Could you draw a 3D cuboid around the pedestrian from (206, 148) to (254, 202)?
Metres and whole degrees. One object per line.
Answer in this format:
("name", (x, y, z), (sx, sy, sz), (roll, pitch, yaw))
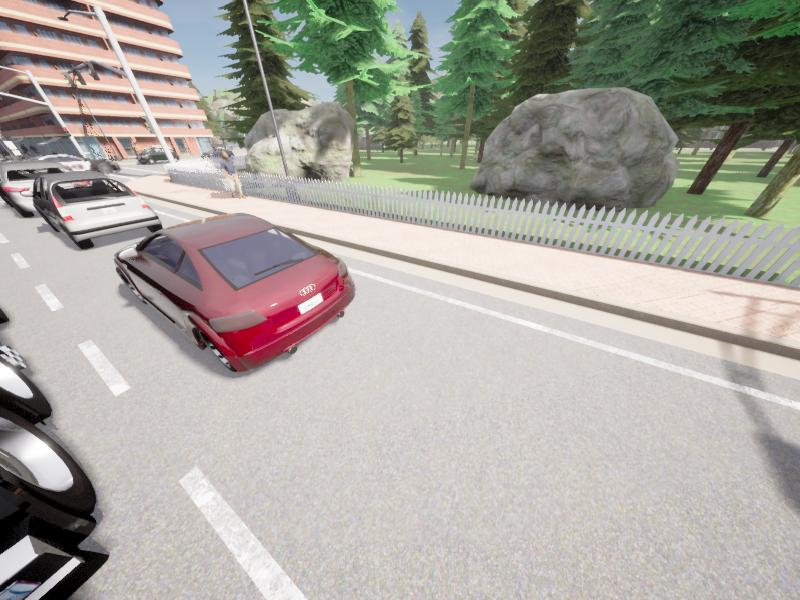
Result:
("pedestrian", (-6.959, -5.164, 9.530), (0.751, 1.860, 0.751), (18, 39, 25))

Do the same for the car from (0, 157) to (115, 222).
("car", (-14.322, -4.609, 9.260), (4.611, 1.667, 2.242), (19, 39, 25))

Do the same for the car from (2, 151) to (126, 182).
("car", (-25.067, -10.290, 17.572), (2.038, 1.542, 4.974), (18, 39, 24))

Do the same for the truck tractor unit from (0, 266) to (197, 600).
("truck tractor unit", (-5.114, -0.298, 0.774), (6.516, 4.208, 3.053), (18, 39, 24))

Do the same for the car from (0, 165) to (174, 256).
("car", (-8.952, -2.771, 6.638), (3.988, 1.617, 1.851), (18, 39, 25))

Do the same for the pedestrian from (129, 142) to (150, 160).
("pedestrian", (-33.295, -19.018, 29.522), (0.751, 1.860, 0.751), (8, 36, 12))

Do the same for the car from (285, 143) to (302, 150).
("car", (-29.391, -42.371, 63.745), (5.357, 1.411, 2.033), (28, 44, 34))

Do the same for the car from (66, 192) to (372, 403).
("car", (-2.773, -0.594, 3.674), (4.181, 1.385, 1.994), (20, 40, 26))

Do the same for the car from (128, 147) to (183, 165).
("car", (-27.806, -16.503, 26.447), (1.789, 1.549, 3.705), (11, 36, 15))
